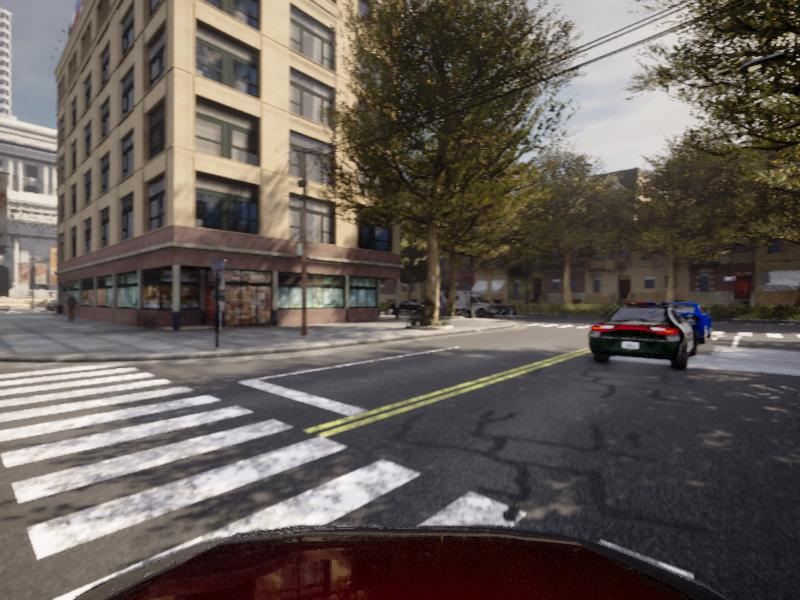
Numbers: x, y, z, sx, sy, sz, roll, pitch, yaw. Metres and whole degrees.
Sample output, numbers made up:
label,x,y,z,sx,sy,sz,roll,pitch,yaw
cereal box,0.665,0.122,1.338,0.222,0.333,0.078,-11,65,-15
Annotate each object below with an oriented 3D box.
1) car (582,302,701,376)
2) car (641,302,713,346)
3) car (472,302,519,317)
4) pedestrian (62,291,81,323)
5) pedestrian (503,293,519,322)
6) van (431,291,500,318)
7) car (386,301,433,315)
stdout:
label,x,y,z,sx,sy,sz,roll,pitch,yaw
car,6.828,0.836,10.998,2.038,1.542,4.974,0,0,40
car,11.457,0.841,16.395,1.882,1.535,5.008,0,0,41
car,9.569,0.909,40.199,4.181,1.385,1.994,0,0,42
pedestrian,-19.796,0.428,24.101,0.751,1.860,0.751,0,0,39
pedestrian,7.284,0.488,26.307,0.751,1.860,0.751,0,0,-18
van,6.193,0.373,38.528,6.366,2.431,2.351,0,0,42
car,0.981,0.817,43.211,4.902,1.511,2.128,0,0,42
